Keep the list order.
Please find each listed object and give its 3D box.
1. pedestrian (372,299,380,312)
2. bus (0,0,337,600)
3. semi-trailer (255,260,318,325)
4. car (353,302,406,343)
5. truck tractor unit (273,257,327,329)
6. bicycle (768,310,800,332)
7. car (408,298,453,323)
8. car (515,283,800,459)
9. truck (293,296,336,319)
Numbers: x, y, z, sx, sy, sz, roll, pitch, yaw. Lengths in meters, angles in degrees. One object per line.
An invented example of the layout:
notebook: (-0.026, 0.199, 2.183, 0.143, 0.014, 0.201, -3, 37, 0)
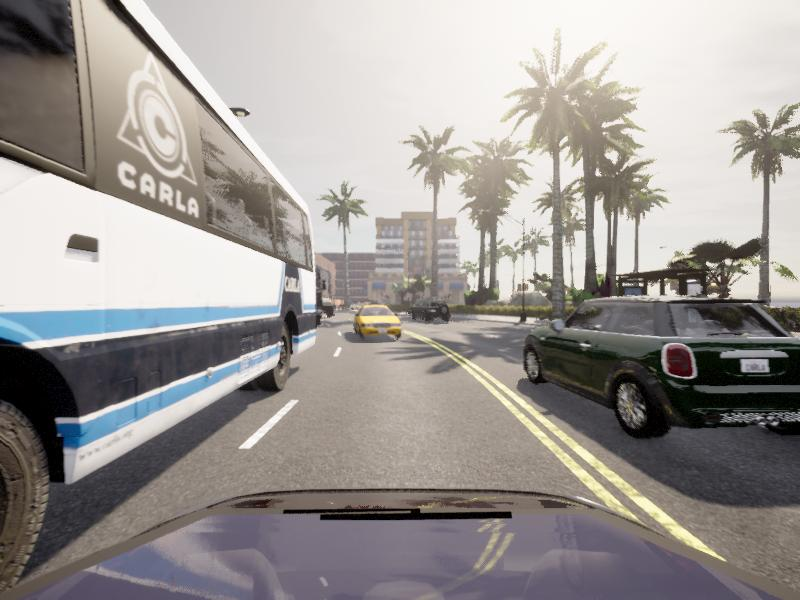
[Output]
pedestrian: (-3.544, 0.768, 59.162, 0.751, 1.860, 0.751, 0, 0, -39)
bus: (-3.402, -0.506, 4.993, 3.944, 4.253, 10.273, 0, 0, -2)
semi-trailer: (-10.162, -0.455, 34.203, 2.717, 4.402, 14.254, 0, 0, -26)
car: (-1.118, 0.892, 18.276, 1.801, 1.575, 5.366, 0, 0, -10)
truck tractor unit: (-6.916, -0.393, 26.997, 3.053, 4.208, 6.516, 0, 0, -19)
bicycle: (19.163, 1.033, 19.788, 0.373, 1.024, 1.643, 0, 0, -1)
car: (2.341, 0.809, 32.287, 1.932, 1.855, 4.605, 0, 0, -19)
car: (3.643, 0.728, 6.359, 2.097, 1.767, 4.553, 0, 0, -3)
truck: (-8.618, 0.734, 39.744, 2.390, 2.098, 6.274, 0, 0, -30)
